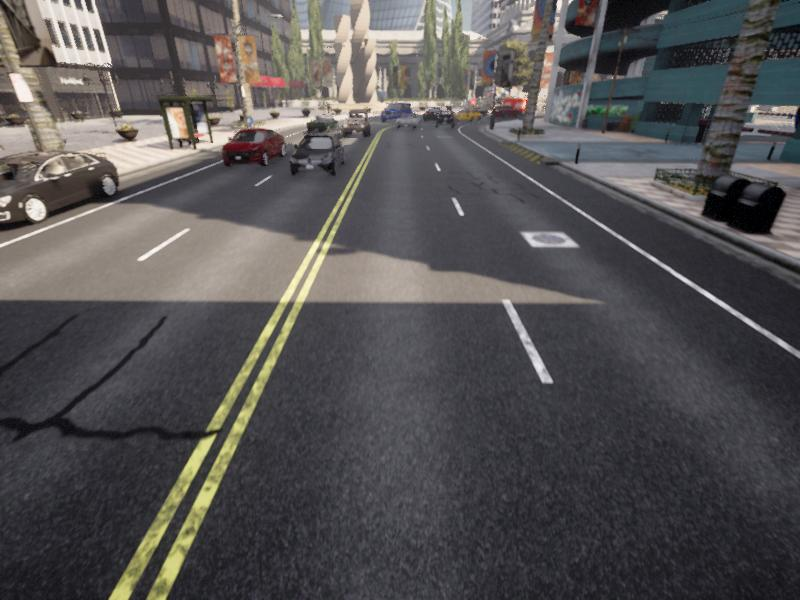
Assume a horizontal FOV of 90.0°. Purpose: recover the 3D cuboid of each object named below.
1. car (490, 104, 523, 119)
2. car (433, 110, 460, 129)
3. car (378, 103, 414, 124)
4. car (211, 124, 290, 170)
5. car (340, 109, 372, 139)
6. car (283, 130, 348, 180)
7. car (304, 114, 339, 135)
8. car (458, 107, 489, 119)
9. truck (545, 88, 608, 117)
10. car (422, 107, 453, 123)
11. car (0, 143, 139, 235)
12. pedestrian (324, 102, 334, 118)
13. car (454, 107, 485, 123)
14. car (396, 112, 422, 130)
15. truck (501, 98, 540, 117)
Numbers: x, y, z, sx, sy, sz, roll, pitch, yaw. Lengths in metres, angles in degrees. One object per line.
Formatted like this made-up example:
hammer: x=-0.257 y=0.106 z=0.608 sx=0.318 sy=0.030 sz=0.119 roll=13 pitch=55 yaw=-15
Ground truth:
car: x=14.915 y=-26.383 z=55.942 sx=4.553 sy=1.767 sz=2.097 roll=-22 pitch=35 yaw=-36
car: x=4.829 y=-18.509 z=40.866 sx=2.128 sy=1.511 sz=4.902 roll=6 pitch=28 yaw=11
car: x=-0.368 y=-21.880 z=46.755 sx=2.150 sy=2.045 sz=5.566 roll=11 pitch=29 yaw=19
car: x=-6.993 y=-7.524 z=19.402 sx=1.882 sy=1.535 sz=5.008 roll=0 pitch=27 yaw=0
car: x=-3.333 y=-13.664 z=30.961 sx=1.905 sy=1.878 sz=3.866 roll=1 pitch=27 yaw=2
car: x=-3.498 y=-6.447 z=17.462 sx=1.812 sy=1.442 sz=4.674 roll=0 pitch=27 yaw=0
car: x=-6.691 y=-15.255 z=34.650 sx=1.895 sy=1.301 sz=4.718 roll=2 pitch=27 yaw=3
car: x=10.431 y=-26.383 z=56.430 sx=1.895 sy=1.301 sz=4.718 roll=24 pitch=35 yaw=38
truck: x=27.201 y=-30.526 z=61.904 sx=8.468 sy=3.827 sz=2.891 roll=-8 pitch=28 yaw=-15
car: x=4.657 y=-22.701 z=48.961 sx=2.038 sy=1.542 sz=4.974 roll=13 pitch=30 yaw=23
car: x=-10.088 y=-3.329 z=11.237 sx=2.231 sy=1.521 sz=4.892 roll=0 pitch=27 yaw=0
pedestrian: x=-9.221 y=-24.752 z=52.022 sx=0.751 sy=1.860 sz=0.751 roll=12 pitch=29 yaw=21
car: x=8.516 y=-22.669 z=48.897 sx=1.801 sy=1.575 sz=5.366 roll=15 pitch=31 yaw=26
car: x=0.915 y=-17.729 z=39.541 sx=1.895 sy=1.301 sz=4.718 roll=4 pitch=28 yaw=8
truck: x=18.725 y=-29.972 z=62.205 sx=5.204 sy=2.467 sz=2.627 roll=-14 pitch=30 yaw=-25
